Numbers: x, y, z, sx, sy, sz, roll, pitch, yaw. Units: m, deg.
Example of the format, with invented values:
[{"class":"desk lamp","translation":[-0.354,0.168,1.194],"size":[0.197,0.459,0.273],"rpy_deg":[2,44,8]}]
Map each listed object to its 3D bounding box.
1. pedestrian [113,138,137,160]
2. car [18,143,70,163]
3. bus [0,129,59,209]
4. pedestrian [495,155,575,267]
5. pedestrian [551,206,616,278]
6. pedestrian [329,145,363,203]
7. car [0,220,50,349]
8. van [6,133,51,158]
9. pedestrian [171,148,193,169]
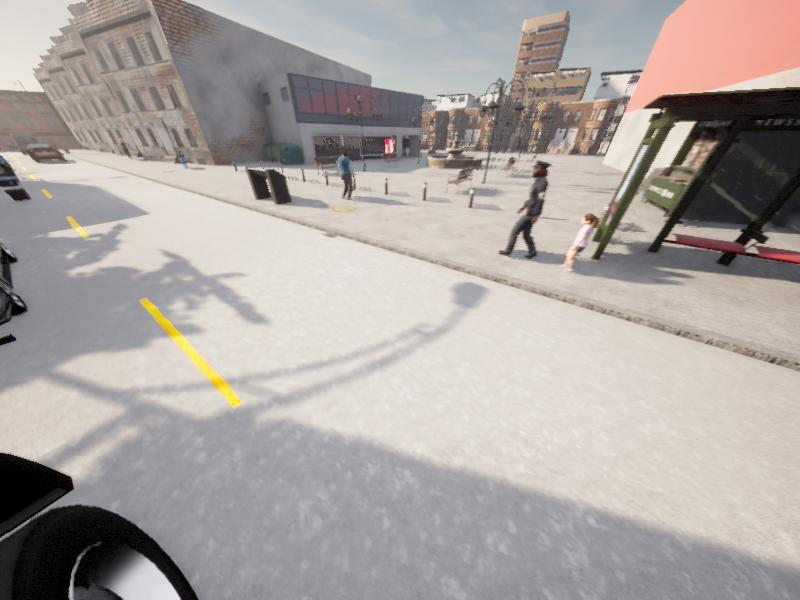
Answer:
[{"class":"pedestrian","translation":[-28.326,-15.538,23.810],"size":[0.751,1.860,0.751],"rpy_deg":[20,40,25]},{"class":"car","translation":[-36.480,-15.094,23.654],"size":[4.792,1.488,2.163],"rpy_deg":[22,41,28]},{"class":"bus","translation":[-19.157,-6.469,9.201],"size":[10.273,4.253,3.944],"rpy_deg":[22,41,28]},{"class":"pedestrian","translation":[2.570,-1.717,4.526],"size":[0.751,1.860,0.751],"rpy_deg":[20,40,25]},{"class":"pedestrian","translation":[3.344,-1.063,4.266],"size":[0.500,1.100,0.500],"rpy_deg":[28,43,33]},{"class":"pedestrian","translation":[-2.054,-4.824,8.884],"size":[0.751,1.860,0.751],"rpy_deg":[29,44,34]},{"class":"car","translation":[-7.685,-0.547,3.396],"size":[5.357,1.411,2.033],"rpy_deg":[22,41,28]},{"class":"van","translation":[-50.015,-20.885,31.101],"size":[5.915,2.561,1.988],"rpy_deg":[22,41,28]},{"class":"pedestrian","translation":[-16.880,-10.955,17.913],"size":[0.751,1.300,0.751],"rpy_deg":[-27,44,-33]}]
